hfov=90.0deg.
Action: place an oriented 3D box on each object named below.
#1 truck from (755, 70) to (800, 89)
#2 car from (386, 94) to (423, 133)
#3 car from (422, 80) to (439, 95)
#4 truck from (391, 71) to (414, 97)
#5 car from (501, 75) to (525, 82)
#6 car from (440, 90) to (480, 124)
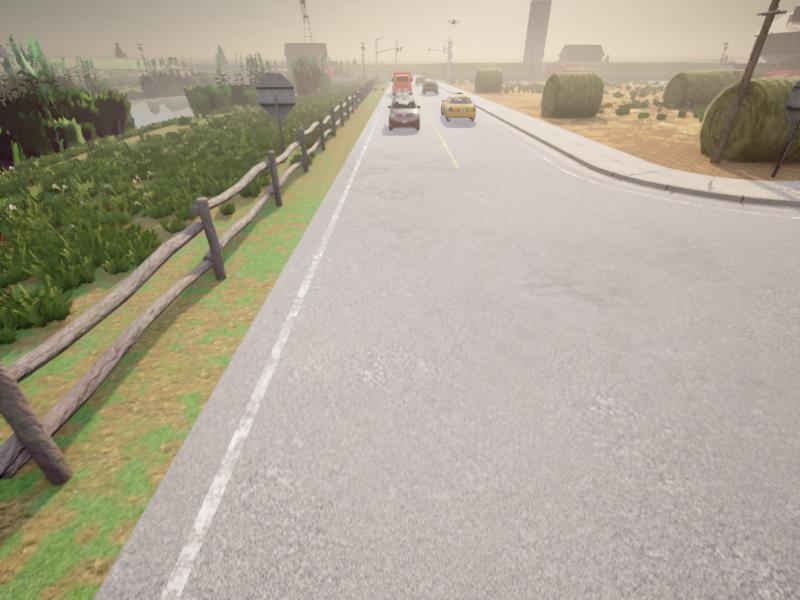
[{"bbox_3d":[61.131,-35.542,64.368,2.627,2.467,5.204,-2,30,-3],"label":"truck"},{"bbox_3d":[0.229,-10.415,22.222,1.851,1.617,3.988,0,30,0],"label":"car"},{"bbox_3d":[3.782,-26.834,50.406,1.837,1.490,4.892,0,30,0],"label":"car"},{"bbox_3d":[0.278,-25.809,47.681,2.627,2.467,5.204,0,31,0],"label":"truck"},{"bbox_3d":[25.124,-49.192,88.774,4.674,1.442,1.812,-1,30,-3],"label":"car"},{"bbox_3d":[3.757,-12.647,26.067,1.801,1.575,5.366,0,30,0],"label":"car"}]
